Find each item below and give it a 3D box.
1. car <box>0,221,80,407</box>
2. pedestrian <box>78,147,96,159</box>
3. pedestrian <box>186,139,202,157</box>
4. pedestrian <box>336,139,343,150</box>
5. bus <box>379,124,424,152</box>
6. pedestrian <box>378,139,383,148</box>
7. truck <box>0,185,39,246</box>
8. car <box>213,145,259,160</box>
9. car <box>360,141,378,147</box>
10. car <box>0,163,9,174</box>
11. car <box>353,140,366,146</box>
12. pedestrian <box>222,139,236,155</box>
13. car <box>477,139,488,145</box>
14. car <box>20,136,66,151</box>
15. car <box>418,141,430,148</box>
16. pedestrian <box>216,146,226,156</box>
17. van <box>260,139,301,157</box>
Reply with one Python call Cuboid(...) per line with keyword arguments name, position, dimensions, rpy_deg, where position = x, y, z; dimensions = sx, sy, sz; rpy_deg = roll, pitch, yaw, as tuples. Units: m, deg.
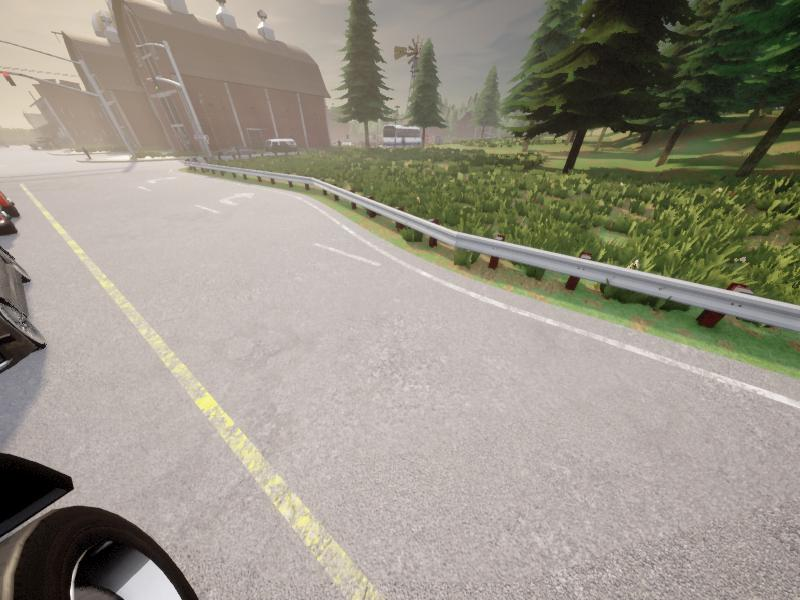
Cuboid(name="car", position=(-6.374, -0.093, 2.711), dimensions=(4.902, 1.511, 2.128), rpy_deg=(22, 41, 28))
Cuboid(name="pedestrian", position=(-33.742, -15.817, 24.884), dimensions=(0.500, 1.100, 0.500), rpy_deg=(1, 35, 1))
Cuboid(name="pedestrian", position=(-25.579, -18.861, 28.652), dimensions=(0.751, 1.860, 0.751), rpy_deg=(30, 45, 35))
Cuboid(name="pedestrian", position=(-11.710, -30.179, 44.829), dimensions=(0.751, 1.860, 0.751), rpy_deg=(22, 40, 28))
Cuboid(name="bus", position=(0.584, -33.737, 48.201), dimensions=(3.944, 4.253, 10.273), rpy_deg=(22, 41, 28))
Cuboid(name="pedestrian", position=(-4.497, -36.043, 53.210), dimensions=(0.751, 1.860, 0.751), rpy_deg=(-24, 42, -30))
Cuboid(name="truck", position=(-12.587, -2.885, 5.778), dimensions=(5.204, 2.467, 2.627), rpy_deg=(22, 40, 27))
Cuboid(name="car", position=(-20.551, -18.655, 29.131), dimensions=(1.994, 1.385, 4.181), rpy_deg=(22, 41, 28))
Cuboid(name="car", position=(-8.936, -44.680, 66.096), dimensions=(4.902, 1.511, 2.128), rpy_deg=(21, 40, 27))
Cuboid(name="car", position=(-30.012, -8.772, 14.999), dimensions=(1.994, 1.385, 4.181), rpy_deg=(7, 36, 9))
Cuboid(name="car", position=(-13.449, -52.057, 76.527), dimensions=(1.816, 1.474, 4.193), rpy_deg=(22, 40, 27))
Cuboid(name="pedestrian", position=(-23.295, -20.878, 31.535), dimensions=(0.751, 1.860, 0.751), rpy_deg=(25, 42, 31))
Cuboid(name="car", position=(30.938, -59.298, 86.794), dimensions=(1.905, 1.878, 3.866), rpy_deg=(-5, 36, -8))
Cuboid(name="car", position=(-65.230, -28.691, 42.292), dimensions=(3.866, 1.878, 1.905), rpy_deg=(-6, 41, -6))
Cuboid(name="car", position=(6.118, -39.946, 59.391), dimensions=(1.845, 1.501, 3.633), rpy_deg=(-9, 36, -13))
Cuboid(name="pedestrian", position=(-23.929, -19.963, 30.891), dimensions=(0.500, 1.100, 0.500), rpy_deg=(18, 39, 24))
Cuboid(name="van", position=(-17.001, -21.833, 33.086), dimensions=(2.069, 2.038, 4.480), rpy_deg=(22, 41, 28))
